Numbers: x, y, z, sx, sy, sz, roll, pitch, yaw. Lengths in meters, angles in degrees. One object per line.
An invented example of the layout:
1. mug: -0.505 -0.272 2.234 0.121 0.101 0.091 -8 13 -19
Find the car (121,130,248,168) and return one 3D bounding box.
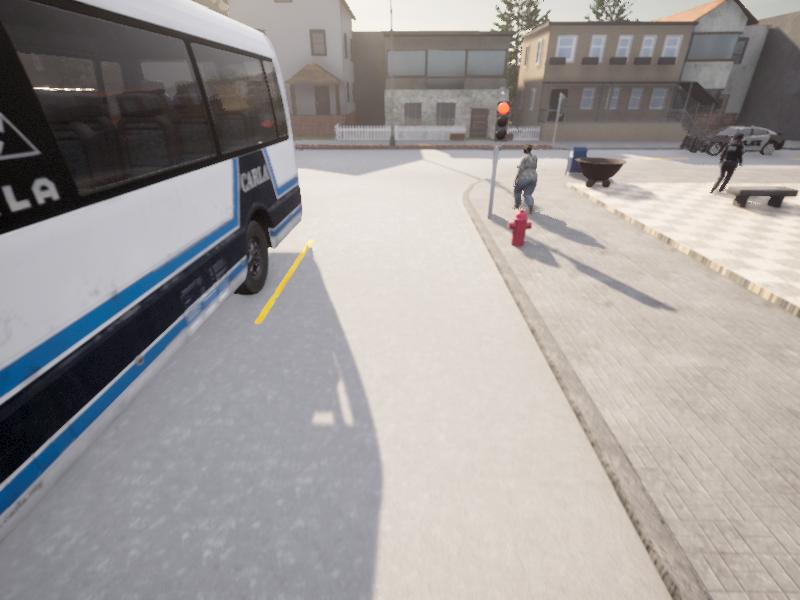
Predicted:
1. car: -10.458 -7.501 19.742 4.902 1.511 2.128 1 27 2

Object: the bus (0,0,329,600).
1. bus: -3.826 -1.080 4.138 3.944 4.253 10.273 1 27 2

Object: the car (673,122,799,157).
1. car: 19.194 -9.304 23.095 5.238 1.638 1.930 -1 27 0

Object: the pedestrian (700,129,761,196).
1. pedestrian: 10.295 -4.301 12.497 0.751 1.860 0.751 -17 31 -29

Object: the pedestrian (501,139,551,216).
1. pedestrian: 3.380 -3.312 10.829 0.751 1.860 0.751 -11 29 -20
